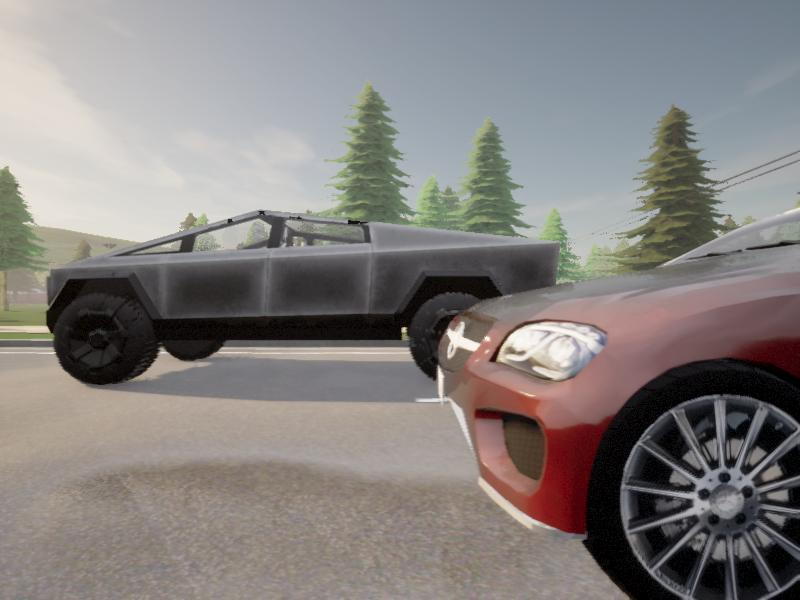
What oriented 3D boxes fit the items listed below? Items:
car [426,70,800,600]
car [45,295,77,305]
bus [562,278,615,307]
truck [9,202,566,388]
[{"bbox_3d":[2.730,0.181,2.197,5.027,1.651,2.152,0,0,0],"label":"car"},{"bbox_3d":[-73.654,-0.043,87.032,2.150,2.045,5.566,0,0,0],"label":"car"},{"bbox_3d":[30.418,-1.131,65.337,3.944,4.253,10.273,0,0,1],"label":"bus"},{"bbox_3d":[-1.268,-0.058,5.699,6.274,2.098,2.390,0,0,0],"label":"truck"}]
